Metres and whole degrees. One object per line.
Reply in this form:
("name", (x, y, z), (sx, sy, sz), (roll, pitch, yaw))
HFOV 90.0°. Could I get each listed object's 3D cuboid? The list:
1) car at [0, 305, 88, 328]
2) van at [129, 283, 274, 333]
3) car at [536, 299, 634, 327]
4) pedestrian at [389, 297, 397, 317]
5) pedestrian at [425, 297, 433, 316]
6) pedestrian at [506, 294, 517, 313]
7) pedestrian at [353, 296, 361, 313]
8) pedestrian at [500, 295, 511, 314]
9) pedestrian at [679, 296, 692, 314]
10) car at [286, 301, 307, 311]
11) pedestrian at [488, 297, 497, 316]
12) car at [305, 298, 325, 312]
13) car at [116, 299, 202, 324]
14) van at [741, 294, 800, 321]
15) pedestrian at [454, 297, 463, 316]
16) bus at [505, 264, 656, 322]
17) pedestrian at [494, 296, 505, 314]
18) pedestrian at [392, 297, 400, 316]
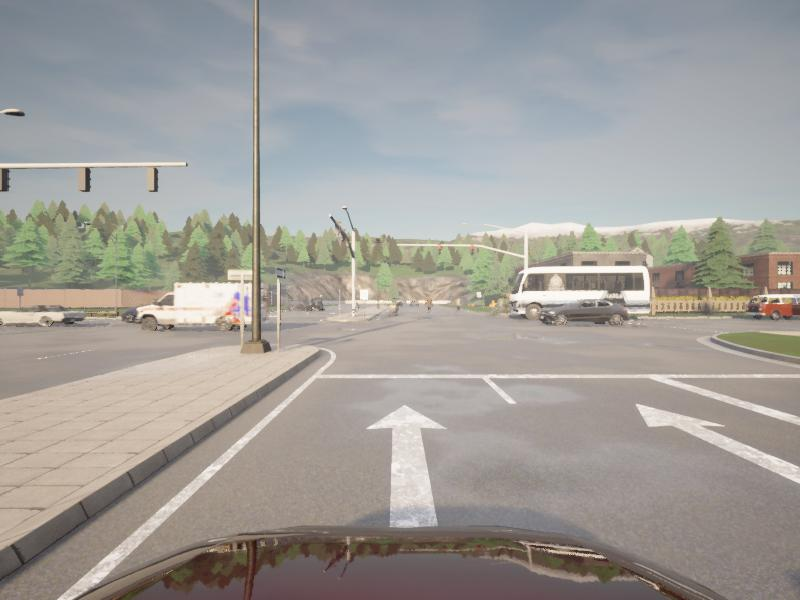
("car", (-21.941, 0.944, 24.129), (4.718, 1.301, 1.895), (0, 0, -1))
("van", (-10.076, 0.378, 20.775), (6.366, 2.431, 2.351), (0, 0, -1))
("car", (11.224, 0.781, 24.532), (5.027, 1.651, 2.152), (0, 0, -1))
("pedestrian", (-0.642, 0.637, 37.446), (0.751, 1.860, 0.751), (0, 0, 3))
("pedestrian", (2.842, 0.647, 39.502), (0.751, 1.860, 0.751), (0, 0, 4))
("pedestrian", (11.222, 0.379, 40.218), (0.751, 1.860, 0.751), (0, 0, -15))
("pedestrian", (-4.634, 0.485, 43.319), (0.751, 1.860, 0.751), (0, 0, -12))
("pedestrian", (10.591, 0.485, 40.064), (0.751, 1.860, 0.751), (0, 0, -33))
("pedestrian", (29.816, 0.485, 41.775), (0.751, 1.860, 0.751), (0, 0, 1))
("car", (-15.111, 0.870, 58.601), (1.812, 1.442, 4.674), (0, 0, 0))
("pedestrian", (8.962, 0.637, 38.635), (0.751, 1.860, 0.751), (0, 0, 4))
("car", (-11.605, 0.646, 55.053), (1.905, 1.878, 3.866), (0, 0, 0))
("car", (-16.559, 0.756, 27.693), (4.611, 1.667, 2.242), (0, 0, -1))
("van", (30.214, 0.571, 31.764), (4.480, 2.038, 2.069), (0, 0, -1))
("pedestrian", (5.694, 0.637, 38.973), (0.751, 1.860, 0.751), (0, 0, 6))
("bus", (13.968, -0.534, 31.938), (10.273, 4.253, 3.944), (0, 0, 6))
("pedestrian", (9.993, 0.485, 40.113), (0.751, 1.860, 0.751), (0, 0, -34))
("pedestrian", (-0.395, 0.637, 39.126), (0.751, 1.860, 0.751), (0, 0, -4))
